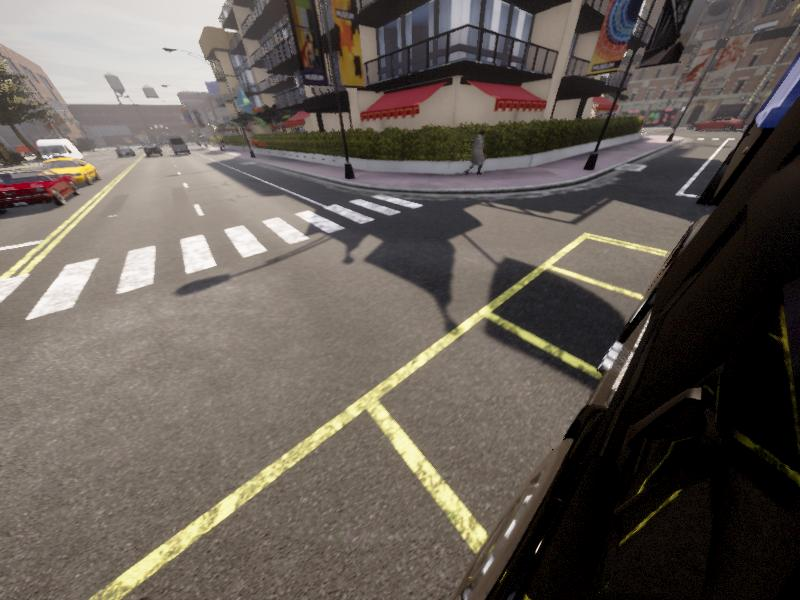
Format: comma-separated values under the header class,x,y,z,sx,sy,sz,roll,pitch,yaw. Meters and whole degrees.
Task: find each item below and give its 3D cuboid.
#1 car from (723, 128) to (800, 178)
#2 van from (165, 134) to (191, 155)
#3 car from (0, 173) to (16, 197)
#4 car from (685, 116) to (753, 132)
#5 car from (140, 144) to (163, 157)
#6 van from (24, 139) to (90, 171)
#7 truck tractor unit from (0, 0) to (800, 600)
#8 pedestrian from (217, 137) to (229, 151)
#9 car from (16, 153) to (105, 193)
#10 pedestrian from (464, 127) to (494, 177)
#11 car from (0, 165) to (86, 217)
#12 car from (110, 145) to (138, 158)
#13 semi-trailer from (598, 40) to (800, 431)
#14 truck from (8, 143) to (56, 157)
class,x,y,z,sx,sy,sz,roll,pitch,yaw
car,17.187,-6.922,10.646,5.357,1.411,2.033,-28,44,-30
van,-35.928,-25.086,37.356,1.988,2.561,5.915,-28,43,-30
car,-22.135,-5.694,11.421,1.837,1.490,4.892,-28,45,-30
car,43.984,-24.373,32.083,2.152,1.651,5.027,-20,40,-22
car,-39.346,-23.745,36.660,1.837,1.490,4.892,-28,44,-30
van,-36.261,-15.604,24.702,1.988,2.561,5.915,-28,44,-30
truck tractor unit,2.645,-0.295,0.351,6.516,4.208,3.053,-28,44,-30
pedestrian,-29.084,-25.646,37.946,0.751,1.860,0.751,-25,42,-27
car,-20.963,-8.167,14.587,1.801,1.575,5.366,-28,44,-30
pedestrian,3.619,-6.854,10.736,0.751,1.860,0.751,-9,37,-9
car,-16.439,-5.013,10.317,1.895,1.301,4.718,-28,44,-30
car,-44.792,-24.185,37.579,2.128,1.511,4.902,-28,44,-30
semi-trailer,8.695,-3.608,4.231,14.254,4.402,2.717,-28,44,-30
truck,-88.342,-36.178,55.586,5.204,2.467,2.627,-28,44,-30
